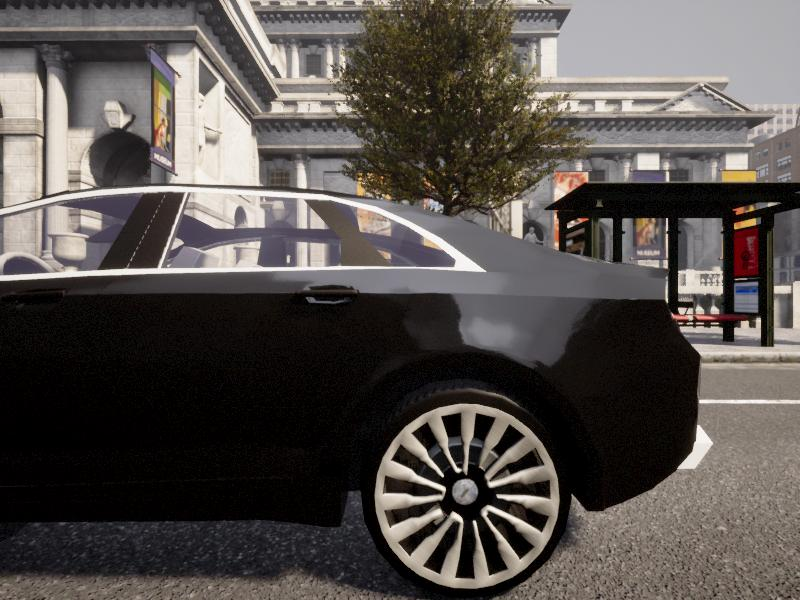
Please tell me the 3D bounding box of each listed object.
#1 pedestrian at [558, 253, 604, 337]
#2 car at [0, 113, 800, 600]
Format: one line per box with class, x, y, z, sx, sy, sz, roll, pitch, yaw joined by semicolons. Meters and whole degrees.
pedestrian;4.149;-0.115;9.226;0.751;1.860;0.751;0;0;6
car;-1.169;0.236;2.211;4.902;1.511;2.128;0;0;1
